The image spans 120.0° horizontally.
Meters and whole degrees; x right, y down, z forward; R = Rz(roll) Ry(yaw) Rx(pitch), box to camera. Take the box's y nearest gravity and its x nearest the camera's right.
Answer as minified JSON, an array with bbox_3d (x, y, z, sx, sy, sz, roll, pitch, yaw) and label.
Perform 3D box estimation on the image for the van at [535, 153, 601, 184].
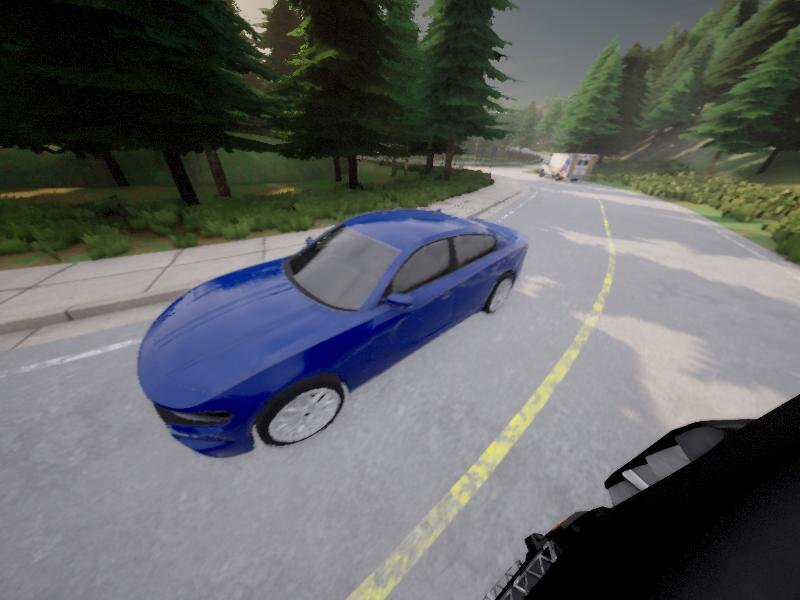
[{"bbox_3d":[17.582,-14.275,24.798,2.351,2.431,6.366,3,33,0],"label":"van"}]

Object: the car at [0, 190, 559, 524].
[{"bbox_3d":[-0.109,-0.349,3.149,5.008,1.535,1.882,-24,41,-34],"label":"car"}]
